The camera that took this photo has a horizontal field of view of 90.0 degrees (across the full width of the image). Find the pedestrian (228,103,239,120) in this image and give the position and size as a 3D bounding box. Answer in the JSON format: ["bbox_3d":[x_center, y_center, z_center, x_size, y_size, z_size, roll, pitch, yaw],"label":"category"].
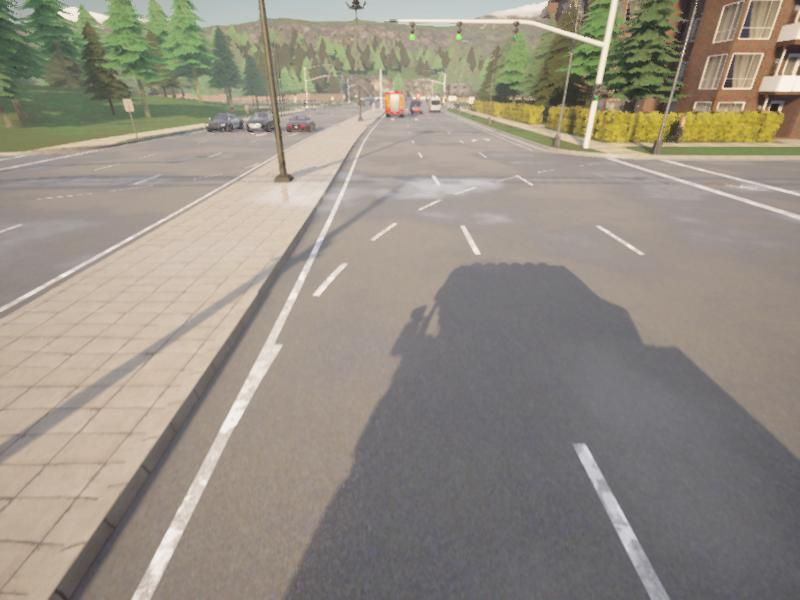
[{"bbox_3d":[-21.004,-23.822,50.503,0.751,1.860,0.751,0,27,1],"label":"pedestrian"}]

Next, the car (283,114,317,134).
[{"bbox_3d":[-8.888,-15.876,36.006,1.994,1.385,4.181,0,27,0],"label":"car"}]

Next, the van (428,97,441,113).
[{"bbox_3d":[6.390,-36.226,74.318,1.988,2.561,5.915,0,27,0],"label":"van"}]

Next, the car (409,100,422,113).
[{"bbox_3d":[2.887,-36.260,74.922,2.150,2.045,5.566,0,27,0],"label":"car"}]

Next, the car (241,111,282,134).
[{"bbox_3d":[-12.415,-16.129,36.214,2.033,1.649,4.856,0,27,0],"label":"car"}]

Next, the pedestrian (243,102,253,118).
[{"bbox_3d":[-20.707,-25.848,54.443,0.751,1.860,0.751,1,27,2],"label":"pedestrian"}]

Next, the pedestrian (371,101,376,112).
[{"bbox_3d":[-4.672,-34.246,70.815,0.751,1.860,0.751,-4,27,-8],"label":"pedestrian"}]

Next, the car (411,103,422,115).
[{"bbox_3d":[2.809,-32.764,68.600,1.851,1.617,3.988,0,27,1],"label":"car"}]

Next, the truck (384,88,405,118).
[{"bbox_3d":[-0.726,-30.068,60.933,2.891,3.827,8.468,0,27,0],"label":"truck"}]

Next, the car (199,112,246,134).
[{"bbox_3d":[-15.898,-16.058,36.170,2.038,1.542,4.974,0,28,0],"label":"car"}]

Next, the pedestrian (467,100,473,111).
[{"bbox_3d":[13.210,-36.754,75.707,0.751,1.860,0.751,-1,27,-2],"label":"pedestrian"}]

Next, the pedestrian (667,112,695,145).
[{"bbox_3d":[17.831,-10.896,25.412,0.751,1.860,0.751,0,27,1],"label":"pedestrian"}]
